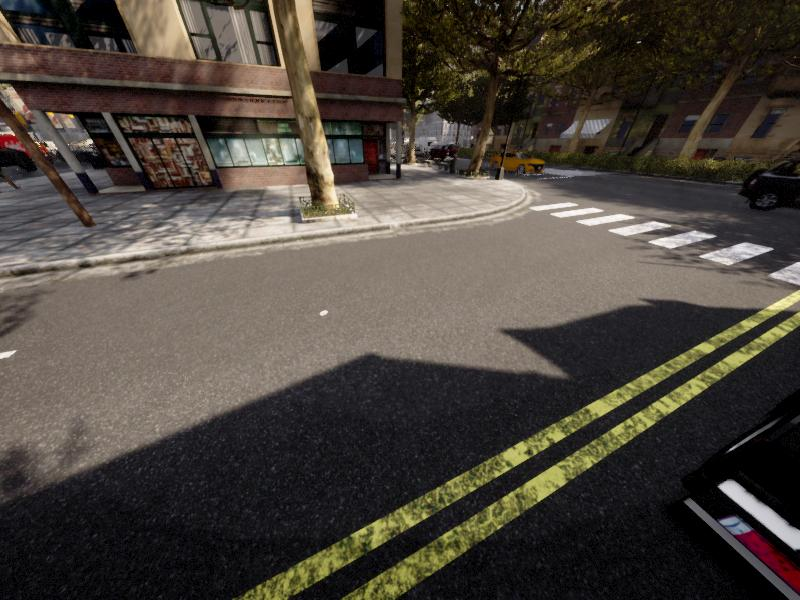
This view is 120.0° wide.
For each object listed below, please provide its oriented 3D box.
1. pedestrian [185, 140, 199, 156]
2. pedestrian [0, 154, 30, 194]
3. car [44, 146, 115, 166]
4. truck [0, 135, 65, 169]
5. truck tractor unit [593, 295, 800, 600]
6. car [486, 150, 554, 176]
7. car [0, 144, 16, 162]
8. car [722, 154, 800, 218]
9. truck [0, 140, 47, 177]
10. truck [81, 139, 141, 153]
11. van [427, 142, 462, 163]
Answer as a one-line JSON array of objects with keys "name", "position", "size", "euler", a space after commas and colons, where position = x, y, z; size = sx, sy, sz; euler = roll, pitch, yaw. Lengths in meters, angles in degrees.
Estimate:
[{"name": "pedestrian", "position": [-28.986, -21.194, 32.283], "size": [0.751, 1.860, 0.751], "euler": [-20, 40, -26]}, {"name": "pedestrian", "position": [-18.016, -5.749, 10.184], "size": [0.751, 1.860, 0.751], "euler": [-8, 36, -12]}, {"name": "car", "position": [-33.400, -15.260, 24.343], "size": [2.128, 1.511, 4.902], "euler": [-13, 37, -18]}, {"name": "truck", "position": [-35.905, -13.850, 21.474], "size": [2.627, 2.467, 5.204], "euler": [-13, 37, -18]}, {"name": "truck tractor unit", "position": [5.232, -0.156, 0.573], "size": [6.516, 4.208, 3.053], "euler": [-13, 37, -17]}, {"name": "car", "position": [9.844, -11.721, 19.558], "size": [1.882, 1.535, 5.008], "euler": [-12, 37, -18]}, {"name": "car", "position": [-46.176, -15.944, 25.091], "size": [2.242, 1.667, 4.611], "euler": [-12, 37, -17]}, {"name": "car", "position": [15.521, -3.781, 7.898], "size": [1.932, 1.855, 4.605], "euler": [-13, 37, -18]}, {"name": "truck", "position": [-29.359, -9.698, 15.873], "size": [2.390, 2.098, 6.274], "euler": [-13, 37, -18]}, {"name": "truck", "position": [-53.402, -28.672, 42.937], "size": [6.274, 2.098, 2.390], "euler": [-13, 37, -18]}, {"name": "van", "position": [5.360, -18.357, 28.620], "size": [2.069, 2.038, 4.480], "euler": [-13, 36, -18]}]
